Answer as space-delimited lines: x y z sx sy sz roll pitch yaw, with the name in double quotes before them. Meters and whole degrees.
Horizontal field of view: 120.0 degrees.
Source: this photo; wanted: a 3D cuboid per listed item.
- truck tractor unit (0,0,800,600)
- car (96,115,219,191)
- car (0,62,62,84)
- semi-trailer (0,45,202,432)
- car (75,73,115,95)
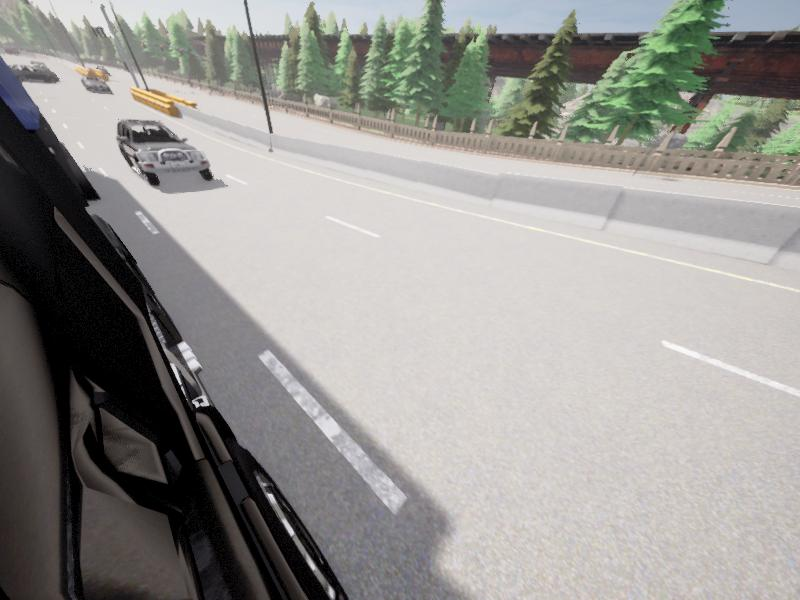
"truck tractor unit" -2.645 -0.295 0.352 6.516 4.208 3.053 28 44 30
"car" -9.392 -5.846 8.970 4.605 1.855 1.932 30 45 29
"car" -49.977 -30.754 31.377 1.851 1.617 3.988 21 42 13
"semi-trailer" -8.684 -3.673 4.152 14.254 4.402 2.717 29 44 29
"car" -40.606 -28.748 30.746 5.027 1.651 2.152 33 46 26
